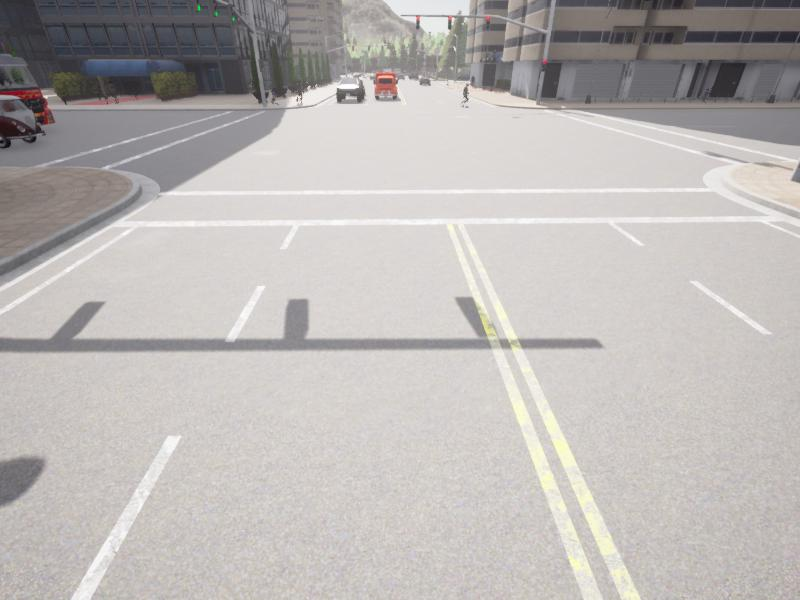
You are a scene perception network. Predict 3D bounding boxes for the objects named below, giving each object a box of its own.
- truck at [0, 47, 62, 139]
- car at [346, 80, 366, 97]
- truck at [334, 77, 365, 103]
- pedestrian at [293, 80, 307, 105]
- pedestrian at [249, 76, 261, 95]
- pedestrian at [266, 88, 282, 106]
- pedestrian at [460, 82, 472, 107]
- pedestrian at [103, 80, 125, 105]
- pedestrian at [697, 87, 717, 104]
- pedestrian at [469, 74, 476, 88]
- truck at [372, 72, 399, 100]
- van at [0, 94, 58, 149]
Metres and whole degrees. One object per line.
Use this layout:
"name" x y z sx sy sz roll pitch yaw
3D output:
"truck" -22.770 -10.174 19.638 8.468 3.827 2.891 -1 30 -2
"car" -5.102 -24.990 47.235 1.801 1.575 5.366 -1 30 -1
"truck" -4.964 -21.264 40.341 2.390 2.098 6.274 -1 30 -1
"pedestrian" -8.546 -17.753 34.216 0.751 1.860 0.751 0 30 0
"pedestrian" -16.768 -24.894 46.410 0.751 1.860 0.751 4 31 8
"pedestrian" -10.459 -16.873 33.263 0.751 1.300 0.751 10 32 17
"pedestrian" 5.652 -17.542 34.158 0.751 1.860 0.751 -2 30 -3
"pedestrian" -24.230 -17.587 33.928 0.751 1.860 0.751 -6 31 -10
"pedestrian" 26.864 -17.896 35.026 0.751 1.300 0.751 -1 30 -1
"pedestrian" 11.141 -33.659 61.454 0.751 1.860 0.751 1 30 1
"truck" -1.524 -22.950 42.861 2.627 2.467 5.204 -1 30 -1
"van" -18.069 -7.700 17.225 4.442 1.987 1.775 -1 30 -2
